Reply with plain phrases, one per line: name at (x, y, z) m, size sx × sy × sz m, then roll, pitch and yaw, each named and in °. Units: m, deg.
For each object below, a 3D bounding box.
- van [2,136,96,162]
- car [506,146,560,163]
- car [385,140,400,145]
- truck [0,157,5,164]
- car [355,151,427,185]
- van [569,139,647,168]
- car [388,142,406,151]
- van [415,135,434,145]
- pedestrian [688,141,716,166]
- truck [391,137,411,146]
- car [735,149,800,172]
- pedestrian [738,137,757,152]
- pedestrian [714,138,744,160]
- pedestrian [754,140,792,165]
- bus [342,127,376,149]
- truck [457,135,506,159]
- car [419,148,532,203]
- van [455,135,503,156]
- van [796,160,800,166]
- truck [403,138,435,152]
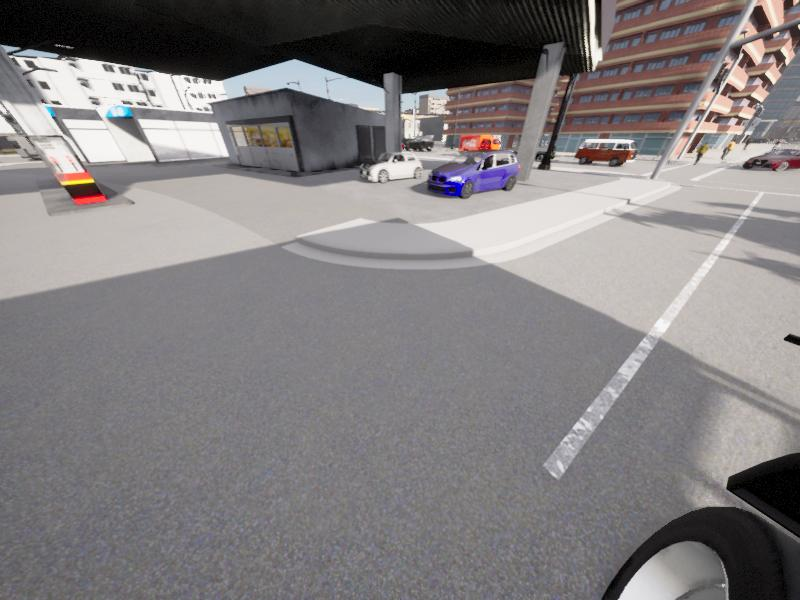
van at (-45.126, -19.752, 30.068) m, size 1.988 × 2.561 × 5.915 m, roll 9°, pitch 36°, yaw 13°
car at (14.831, -16.437, 26.020) m, size 1.895 × 1.301 × 4.718 m, roll -23°, pitch 41°, yaw -29°
car at (-2.430, -51.671, 75.836) m, size 4.181 × 1.385 × 1.994 m, roll -22°, pitch 41°, yaw -27°
truck at (-46.769, -14.833, 23.478) m, size 2.390 × 2.098 × 6.274 m, roll 0°, pitch 35°, yaw 0°
car at (-0.521, -8.152, 14.115) m, size 3.806 × 1.475 × 1.970 m, roll -22°, pitch 41°, yaw -28°
van at (18.855, -13.510, 21.189) m, size 2.069 × 2.038 × 4.480 m, roll -23°, pitch 41°, yaw -29°
car at (-0.632, -32.217, 48.326) m, size 1.845 × 1.501 × 3.633 m, roll -23°, pitch 41°, yaw -29°
van at (8.354, -54.131, 78.054) m, size 6.366 × 2.431 × 2.351 m, roll -23°, pitch 41°, yaw -27°
pedestrian at (27.488, -13.382, 21.057) m, size 0.751 × 1.860 × 0.751 m, roll -30°, pitch 45°, yaw -35°
truck at (0.364, -50.645, 73.720) m, size 6.274 × 2.098 × 2.390 m, roll -23°, pitch 41°, yaw -27°
car at (29.933, -10.976, 18.098) m, size 4.181 × 1.385 × 1.994 m, roll -4°, pitch 35°, yaw -6°
pedestrian at (54.748, -24.504, 36.394) m, size 0.751 × 1.860 × 0.751 m, roll -13°, pitch 37°, yaw -17°
pedestrian at (34.341, -15.762, 24.128) m, size 0.751 × 1.860 × 0.751 m, roll 5°, pitch 36°, yaw 8°
pedestrian at (33.853, -13.382, 21.017) m, size 0.751 × 1.860 × 0.751 m, roll -3°, pitch 35°, yaw -4°
bus at (-10.427, -40.979, 58.419) m, size 3.944 × 4.253 × 10.273 m, roll -23°, pitch 41°, yaw -28°
truck at (10.545, -20.310, 30.529) m, size 2.627 × 2.467 × 5.204 m, roll -23°, pitch 41°, yaw -28°
car at (3.397, -5.837, 10.522) m, size 4.611 × 1.667 × 2.242 m, roll -22°, pitch 41°, yaw -28°
van at (11.525, -22.955, 34.314) m, size 2.351 × 2.431 × 6.366 m, roll -23°, pitch 41°, yaw -29°
van at (38.215, -13.210, 20.628) m, size 4.480 × 2.038 × 2.069 m, roll -22°, pitch 41°, yaw -28°
truck at (3.468, -29.202, 43.520) m, size 2.390 × 2.098 × 6.274 m, roll -23°, pitch 41°, yaw -29°
